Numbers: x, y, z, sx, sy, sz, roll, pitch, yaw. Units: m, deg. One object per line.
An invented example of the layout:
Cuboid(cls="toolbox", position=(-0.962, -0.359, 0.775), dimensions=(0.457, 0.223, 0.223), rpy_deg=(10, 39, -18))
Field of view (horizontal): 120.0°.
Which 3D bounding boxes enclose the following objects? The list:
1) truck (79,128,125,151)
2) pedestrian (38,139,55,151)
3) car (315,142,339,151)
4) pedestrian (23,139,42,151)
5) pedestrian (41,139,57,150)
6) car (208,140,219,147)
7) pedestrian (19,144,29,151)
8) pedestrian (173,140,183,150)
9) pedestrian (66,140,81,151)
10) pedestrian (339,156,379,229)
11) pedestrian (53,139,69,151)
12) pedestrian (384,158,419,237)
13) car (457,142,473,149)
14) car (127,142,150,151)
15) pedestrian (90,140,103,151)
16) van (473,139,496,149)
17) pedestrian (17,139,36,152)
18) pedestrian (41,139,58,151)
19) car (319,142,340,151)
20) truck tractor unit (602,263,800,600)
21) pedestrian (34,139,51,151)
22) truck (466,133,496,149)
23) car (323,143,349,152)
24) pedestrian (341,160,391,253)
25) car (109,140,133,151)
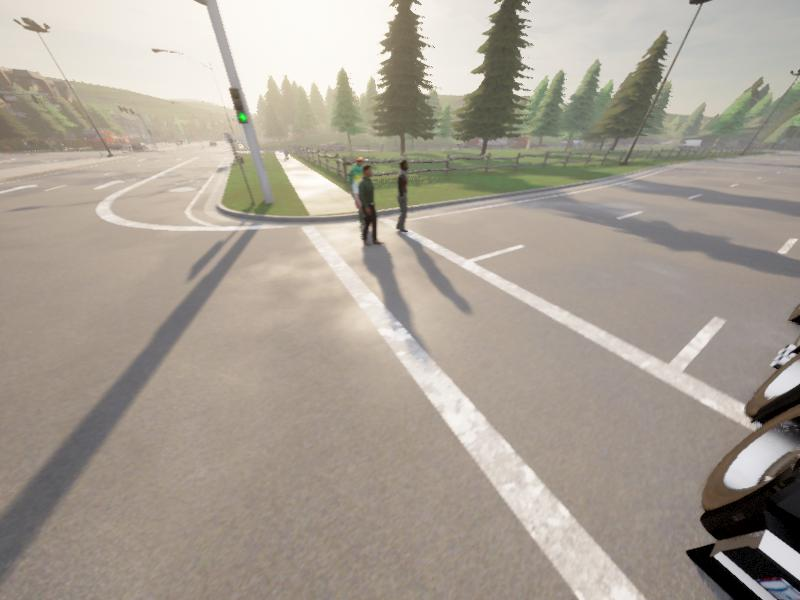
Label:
Cuboid(cls="truck", position=(-65.393, -35.477, 51.040), dimensions=(2.891, 3.827, 8.468), rpy_deg=(-18, 39, -25))
Cuboid(cls="pedestrian", position=(-65.054, -28.576, 42.523), dimensions=(0.751, 1.860, 0.751), rpy_deg=(-21, 40, -28))
Cuboid(cls="car", position=(-17.457, -36.880, 55.450), dimensions=(5.027, 1.651, 2.152), rpy_deg=(-18, 39, -24))
Cuboid(cls="pedestrian", position=(-64.849, -27.346, 40.771), dimensions=(0.751, 1.860, 0.751), rpy_deg=(-13, 37, -19))
Cuboid(cls="pedestrian", position=(-67.226, -29.805, 44.285), dimensions=(0.751, 1.860, 0.751), rpy_deg=(-25, 42, -32))
Cuboid(cls="car", position=(-61.286, -51.477, 76.003), dimensions=(1.930, 1.638, 5.238), rpy_deg=(-18, 39, -25))
Cuboid(cls="pedestrian", position=(-68.215, -27.694, 41.905), dimensions=(0.500, 1.100, 0.500), rpy_deg=(26, 42, 32))
Cuboid(cls="pedestrian", position=(-49.630, -34.584, 51.590), dimensions=(0.751, 1.860, 0.751), rpy_deg=(27, 43, 33))
Cuboid(cls="pedestrian", position=(-62.958, -29.786, 44.565), dimensions=(0.751, 1.860, 0.751), rpy_deg=(-17, 38, -23))
Cuboid(cls="pedestrian", position=(-1.202, -3.243, 6.989), dimensions=(0.751, 1.860, 0.751), rpy_deg=(-23, 41, -30))
Cuboid(cls="pedestrian", position=(-63.651, -29.202, 43.424), dimensions=(0.751, 1.860, 0.751), rpy_deg=(-21, 40, -28))
Cuboid(cls="pedestrian", position=(0.050, -2.801, 6.364), dimensions=(0.751, 1.860, 0.751), rpy_deg=(7, 35, 9))
Cuboid(cls="car", position=(20.609, -49.249, 73.450), dimensions=(4.553, 1.767, 2.097), rpy_deg=(-18, 39, -24))
Cuboid(cls="car", position=(-55.497, -32.711, 49.196), dimensions=(1.837, 1.490, 4.892), rpy_deg=(-18, 39, -24))
Cuboid(cls="pedestrian", position=(-59.589, -30.323, 45.369), dimensions=(0.751, 1.860, 0.751), rpy_deg=(-19, 39, -26))
Cuboid(cls="van", position=(25.087, -46.355, 68.763), dimensions=(6.366, 2.431, 2.351), rpy_deg=(-18, 39, -24))
Cuboid(cls="pedestrian", position=(-65.354, -27.130, 40.456), dimensions=(0.751, 1.860, 0.751), rpy_deg=(-18, 39, -24))
Cuboid(cls="pedestrian", position=(-65.332, -28.928, 43.025), dimensions=(0.751, 1.860, 0.751), rpy_deg=(-20, 40, -26))
Cuboid(cls="car", position=(-16.075, -35.021, 52.802), dimensions=(3.988, 1.617, 1.851), rpy_deg=(-18, 39, -24))
Cuboid(cls="truck tractor unit", position=(5.113, -0.298, 0.785), dimensions=(6.516, 4.208, 3.053), rpy_deg=(-18, 39, -24))
Cuboid(cls="pedestrian", position=(-66.555, -28.906, 42.999), dimensions=(0.751, 1.860, 0.751), rpy_deg=(-15, 38, -21))
Cuboid(cls="truck", position=(25.138, -49.250, 71.703), dimensions=(8.468, 3.827, 2.891), rpy_deg=(-18, 39, -24))
Cuboid(cls="car", position=(-13.994, -33.395, 50.469), dimensions=(4.856, 1.649, 2.033), rpy_deg=(-18, 39, -24))
Cuboid(cls="pedestrian", position=(-0.735, -2.209, 5.505), dimensions=(0.751, 1.860, 0.751), rpy_deg=(17, 38, 23))
Cuboid(cls="car", position=(-59.994, -33.332, 49.725), dimensions=(1.905, 1.878, 3.866), rpy_deg=(-18, 39, -25))
